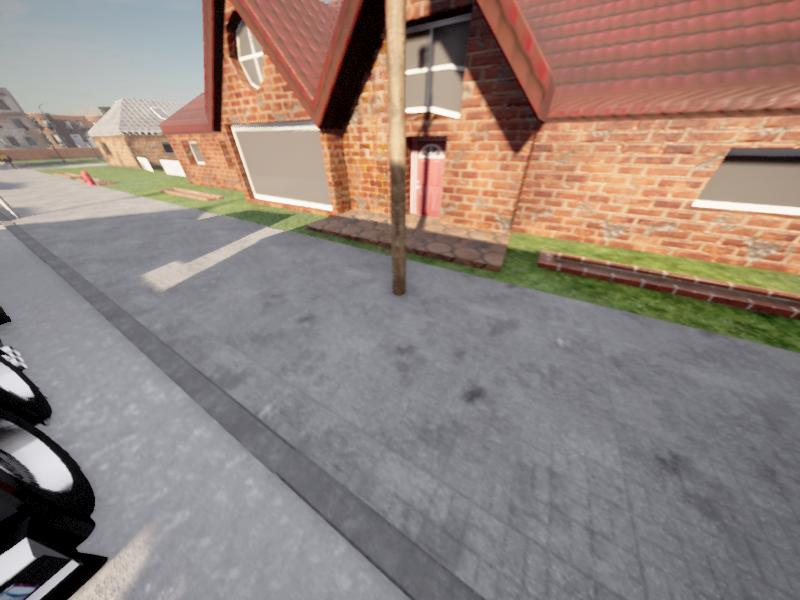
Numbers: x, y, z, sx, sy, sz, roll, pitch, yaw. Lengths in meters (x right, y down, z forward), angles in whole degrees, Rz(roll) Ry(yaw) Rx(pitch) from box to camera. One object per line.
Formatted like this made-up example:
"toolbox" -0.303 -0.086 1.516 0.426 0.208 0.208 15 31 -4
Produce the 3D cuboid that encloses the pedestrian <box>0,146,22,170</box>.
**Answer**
"pedestrian" -37.017 -13.323 21.645 0.751 1.860 0.751 19 39 26

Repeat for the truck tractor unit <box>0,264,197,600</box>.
"truck tractor unit" -5.111 -0.298 0.785 6.516 4.208 3.053 18 39 24
